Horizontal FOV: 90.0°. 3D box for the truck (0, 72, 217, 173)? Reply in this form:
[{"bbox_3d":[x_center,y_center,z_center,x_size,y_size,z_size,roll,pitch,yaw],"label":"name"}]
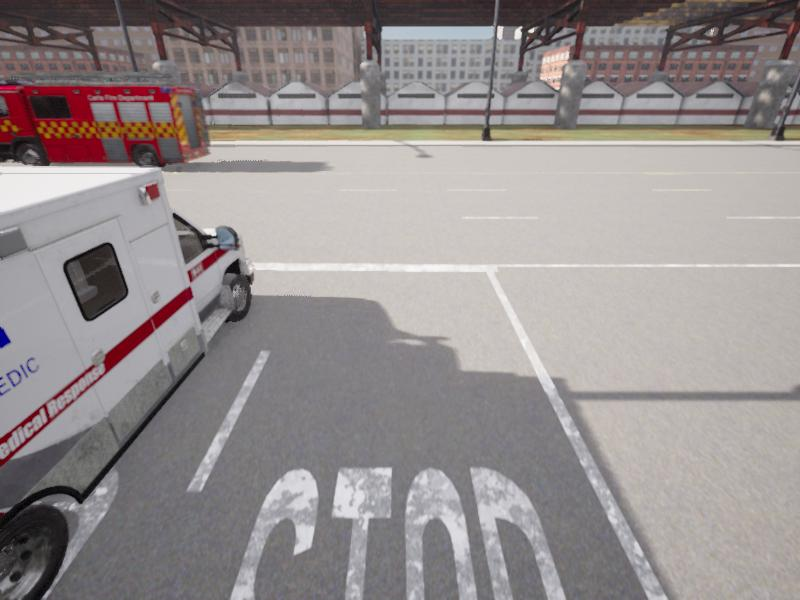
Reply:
[{"bbox_3d":[-13.474,-7.967,18.001,8.468,3.827,2.891,0,27,0],"label":"truck"}]

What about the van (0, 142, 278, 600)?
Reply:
[{"bbox_3d":[-3.395,0.288,3.424,2.351,2.431,6.366,1,27,3],"label":"van"}]
